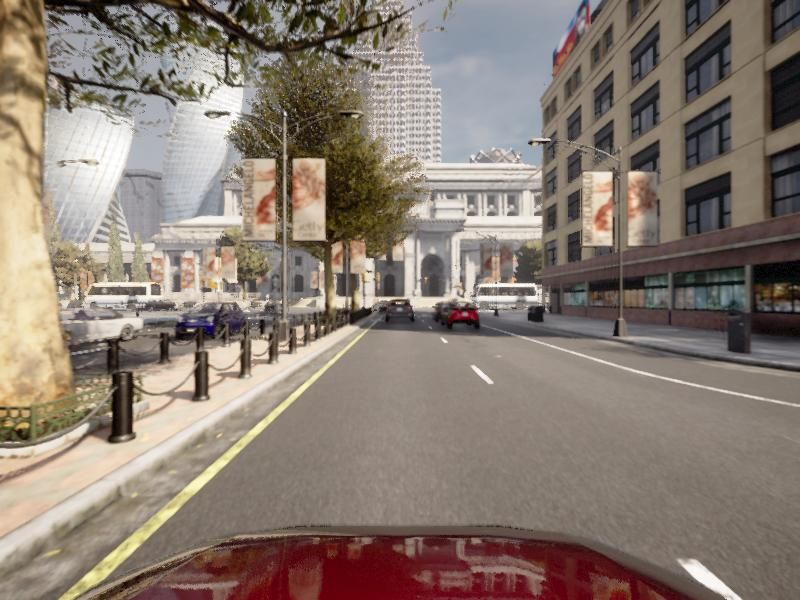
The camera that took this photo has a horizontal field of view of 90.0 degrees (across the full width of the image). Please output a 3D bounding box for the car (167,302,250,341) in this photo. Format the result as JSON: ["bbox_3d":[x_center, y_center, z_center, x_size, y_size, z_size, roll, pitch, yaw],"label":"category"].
[{"bbox_3d":[-8.005,0.834,17.112,1.845,1.501,3.633,0,0,0],"label":"car"}]

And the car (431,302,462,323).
[{"bbox_3d":[3.446,0.881,30.260,1.812,1.442,4.674,0,0,0],"label":"car"}]

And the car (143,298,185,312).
[{"bbox_3d":[-31.961,0.672,54.295,4.605,1.855,1.932,0,0,0],"label":"car"}]

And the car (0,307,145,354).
[{"bbox_3d":[-11.503,0.949,14.223,1.895,1.301,4.718,0,0,0],"label":"car"}]

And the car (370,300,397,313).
[{"bbox_3d":[-2.280,0.849,53.826,2.038,1.542,4.974,0,0,-23],"label":"car"}]

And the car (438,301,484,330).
[{"bbox_3d":[3.494,0.837,23.610,2.007,1.525,4.514,0,0,0],"label":"car"}]

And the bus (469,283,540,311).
[{"bbox_3d":[16.685,-0.507,64.493,10.273,4.253,3.944,0,0,0],"label":"bus"}]

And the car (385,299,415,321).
[{"bbox_3d":[-0.011,0.766,31.782,2.242,1.667,4.611,0,0,0],"label":"car"}]

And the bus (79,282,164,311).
[{"bbox_3d":[-42.321,-0.515,61.172,10.273,4.253,3.944,0,0,0],"label":"bus"}]
